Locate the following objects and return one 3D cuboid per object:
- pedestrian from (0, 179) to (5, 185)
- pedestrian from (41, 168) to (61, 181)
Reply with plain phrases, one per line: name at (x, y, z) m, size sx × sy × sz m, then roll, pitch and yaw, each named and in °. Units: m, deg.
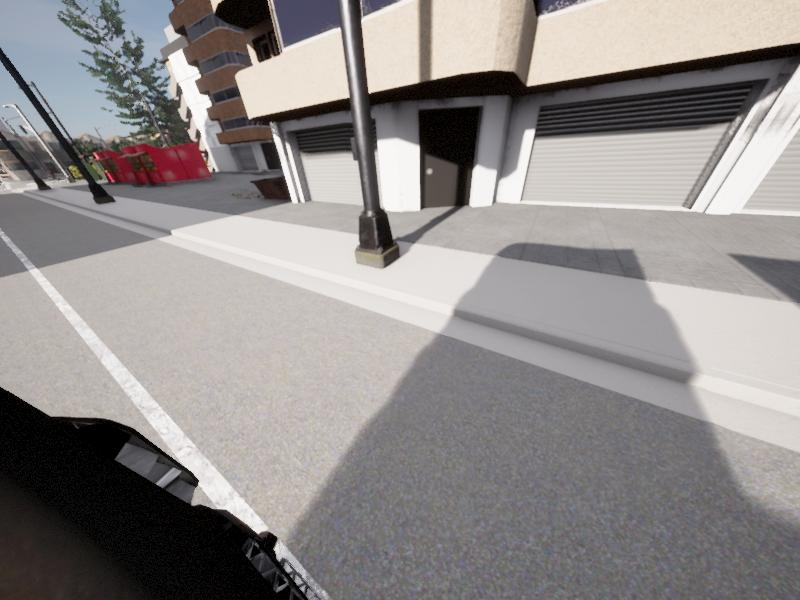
pedestrian at (-73.138, -21.782, 41.667) m, size 0.751 × 1.860 × 0.751 m, roll -10°, pitch 34°, yaw -9°
pedestrian at (-58.266, -20.917, 38.595) m, size 0.751 × 1.860 × 0.751 m, roll 0°, pitch 33°, yaw 7°
